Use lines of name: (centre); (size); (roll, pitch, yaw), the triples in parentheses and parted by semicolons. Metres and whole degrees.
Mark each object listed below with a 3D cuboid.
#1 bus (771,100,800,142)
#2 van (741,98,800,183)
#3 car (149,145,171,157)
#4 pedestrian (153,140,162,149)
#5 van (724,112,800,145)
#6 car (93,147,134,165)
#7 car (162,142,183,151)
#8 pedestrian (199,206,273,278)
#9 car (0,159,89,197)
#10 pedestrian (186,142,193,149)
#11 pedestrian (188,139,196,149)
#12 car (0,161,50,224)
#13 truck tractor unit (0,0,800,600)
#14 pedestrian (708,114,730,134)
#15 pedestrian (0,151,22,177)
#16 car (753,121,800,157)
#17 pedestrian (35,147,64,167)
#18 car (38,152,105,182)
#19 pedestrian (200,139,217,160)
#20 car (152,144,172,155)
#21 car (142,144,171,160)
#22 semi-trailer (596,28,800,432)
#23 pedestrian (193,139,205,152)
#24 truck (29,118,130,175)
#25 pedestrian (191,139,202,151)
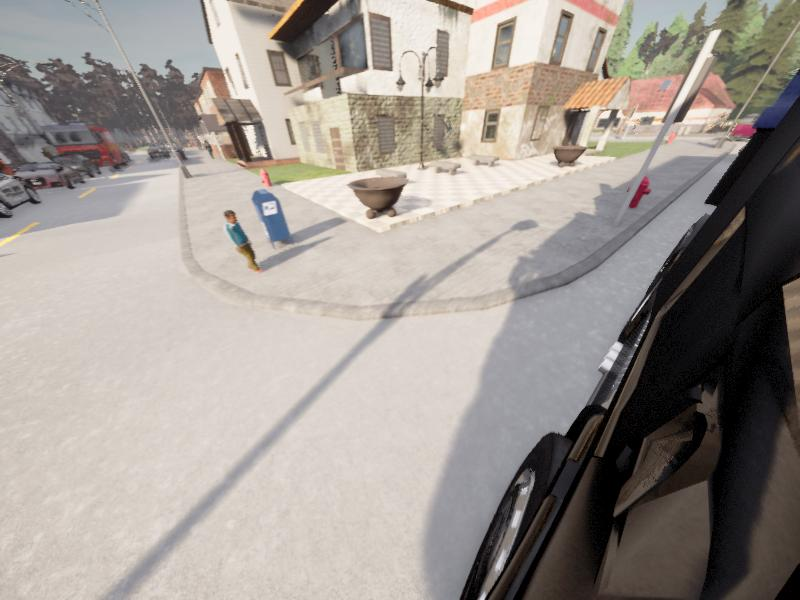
bus: (34.385, -14.181, 16.921); (3.944, 4.253, 10.273); (23, 44, 30)
van: (16.776, -6.664, 9.401); (5.915, 2.561, 1.988); (-26, 43, -28)
car: (-38.675, -24.116, 37.311); (1.994, 1.385, 4.181); (-27, 43, -29)
pedestrian: (-61.007, -38.977, 58.029); (0.751, 1.860, 0.751); (-25, 42, -27)
van: (30.730, -14.236, 19.122); (1.775, 1.987, 4.442); (6, 38, 10)
car: (-35.524, -17.995, 28.811); (2.163, 1.488, 4.792); (-27, 43, -29)
car: (-52.513, -35.508, 53.400); (1.812, 1.442, 4.674); (-16, 39, -16)
pedestrian: (-2.763, -0.986, 4.012); (0.500, 1.100, 0.500); (-2, 37, 1)
car: (-21.172, -7.457, 13.865); (1.994, 1.385, 4.181); (-27, 43, -28)
pedestrian: (-48.760, -35.809, 53.441); (0.751, 1.300, 0.751); (-29, 44, -30)
pedestrian: (-48.118, -36.155, 53.395); (0.751, 1.860, 0.751); (-26, 42, -28)
car: (-16.561, -4.124, 8.875); (1.930, 1.638, 5.238); (-28, 43, -29)
truck tractor unit: (2.645, -0.295, 0.351); (6.516, 4.208, 3.053); (-28, 44, -30)
pedestrian: (37.565, -20.703, 27.246); (0.751, 1.860, 0.751); (-30, 44, -31)
pedestrian: (-32.873, -11.250, 19.069); (0.751, 1.860, 0.751); (29, 47, 35)
car: (23.592, -9.835, 14.040); (3.705, 1.549, 1.789); (-28, 43, -29)
pedestrian: (-39.103, -15.971, 25.793); (0.751, 1.860, 0.751); (-24, 42, -26)
car: (-24.863, -10.240, 17.675); (1.789, 1.549, 3.705); (-27, 43, -29)
pedestrian: (-21.363, -16.832, 25.817); (0.751, 1.860, 0.751); (-26, 43, -28)
car: (-44.443, -28.337, 43.315); (2.033, 1.411, 5.357); (-27, 43, -28)
car: (-33.970, -20.748, 32.361); (2.038, 1.542, 4.974); (-27, 43, -29)
semi-trailer: (8.785, -3.539, 4.149); (14.254, 4.402, 2.717); (-27, 43, -29)
pedestrian: (-33.814, -26.014, 38.917); (0.751, 1.860, 0.751); (-26, 43, -28)
truck: (-30.181, -14.997, 22.490); (2.891, 3.827, 8.468); (-27, 43, -29)
pedestrian: (-38.211, -29.168, 43.425); (0.751, 1.860, 0.751); (-26, 43, -28)
